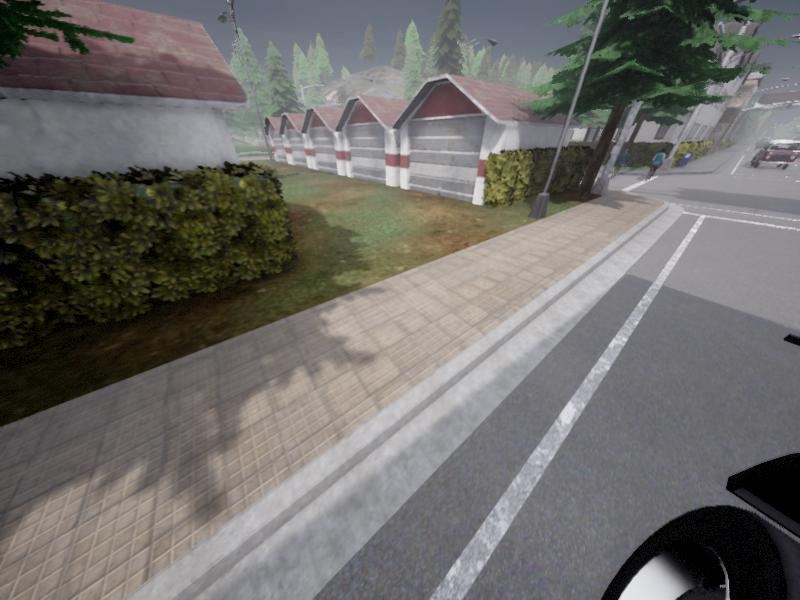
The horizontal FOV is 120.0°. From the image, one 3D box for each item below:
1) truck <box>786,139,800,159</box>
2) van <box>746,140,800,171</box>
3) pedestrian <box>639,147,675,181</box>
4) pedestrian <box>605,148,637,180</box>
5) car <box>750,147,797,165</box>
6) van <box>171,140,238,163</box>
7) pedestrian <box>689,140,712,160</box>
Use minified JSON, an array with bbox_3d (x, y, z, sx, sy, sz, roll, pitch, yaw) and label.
[{"bbox_3d":[53.662,-20.358,29.375,8.468,3.827,2.891,-24,42,-30],"label":"truck"},{"bbox_3d":[32.692,-12.635,20.026,4.480,2.038,2.069,-28,44,-34],"label":"van"},{"bbox_3d":[16.858,-8.935,15.183,0.751,1.860,0.751,-24,42,-30],"label":"pedestrian"},{"bbox_3d":[15.253,-9.427,16.008,0.751,1.860,0.751,-20,40,-26],"label":"pedestrian"},{"bbox_3d":[38.394,-14.945,23.878,4.181,1.385,1.994,-25,42,-31],"label":"car"},{"bbox_3d":[-26.420,-20.338,31.448,6.366,2.431,2.351,-26,42,-32],"label":"van"},{"bbox_3d":[33.380,-16.670,25.648,0.751,1.860,0.751,-24,41,-30],"label":"pedestrian"}]
